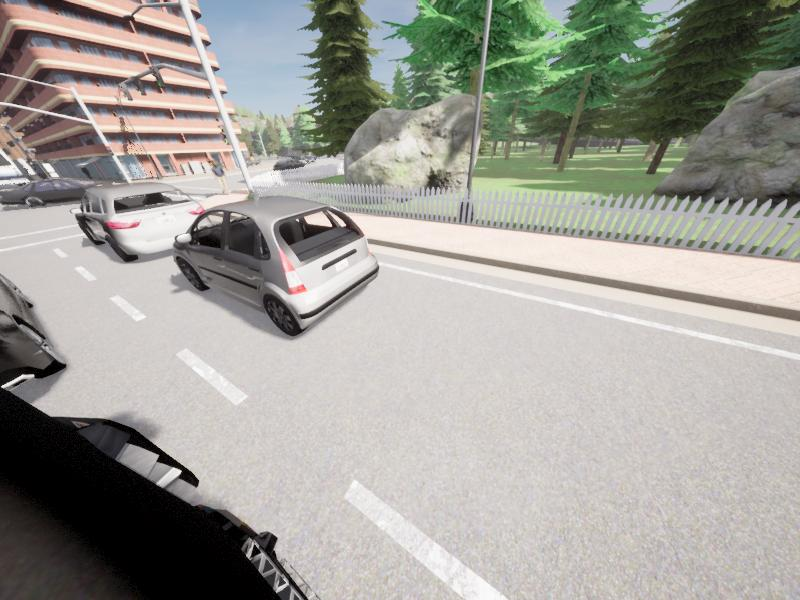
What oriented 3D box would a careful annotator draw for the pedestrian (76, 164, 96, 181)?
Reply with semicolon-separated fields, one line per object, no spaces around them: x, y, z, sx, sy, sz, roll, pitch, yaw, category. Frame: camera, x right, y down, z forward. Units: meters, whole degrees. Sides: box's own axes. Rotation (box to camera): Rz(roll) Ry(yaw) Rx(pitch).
-40.934;-16.630;30.157;0.751;1.860;0.751;21;41;32;pedestrian

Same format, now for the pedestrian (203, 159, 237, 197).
-10.308;-6.998;13.252;0.751;1.860;0.751;27;44;37;pedestrian

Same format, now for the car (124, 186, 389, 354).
-2.422;-0.930;4.083;3.988;1.617;1.851;16;38;27;car

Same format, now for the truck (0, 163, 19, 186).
-60.299;-18.911;33.625;8.468;3.827;2.891;16;38;27;truck

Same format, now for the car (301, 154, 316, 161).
-25.674;-40.068;64.831;4.193;1.474;1.816;20;40;31;car

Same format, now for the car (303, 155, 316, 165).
-17.228;-26.790;44.188;1.970;1.475;3.806;-12;35;-14;car

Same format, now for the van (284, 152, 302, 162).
-29.406;-39.268;63.459;4.442;1.987;1.775;18;39;28;van

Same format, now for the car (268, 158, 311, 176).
-12.833;-15.777;27.250;1.837;1.490;4.892;6;35;12;car

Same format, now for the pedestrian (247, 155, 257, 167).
-27.050;-25.477;42.305;0.751;1.860;0.751;-10;34;-11;pedestrian

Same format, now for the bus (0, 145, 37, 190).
-49.466;-15.806;27.734;10.273;4.253;3.944;16;38;27;bus

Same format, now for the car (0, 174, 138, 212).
-20.984;-6.896;14.649;5.357;1.411;2.033;-19;37;-22;car

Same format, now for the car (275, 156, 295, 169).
-19.286;-23.169;38.823;1.789;1.549;3.705;-7;34;-6;car

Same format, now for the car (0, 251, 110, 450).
-6.014;0.305;2.586;4.902;1.511;2.128;16;38;27;car

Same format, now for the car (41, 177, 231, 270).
-7.775;-2.550;6.878;4.611;1.667;2.242;17;38;27;car
